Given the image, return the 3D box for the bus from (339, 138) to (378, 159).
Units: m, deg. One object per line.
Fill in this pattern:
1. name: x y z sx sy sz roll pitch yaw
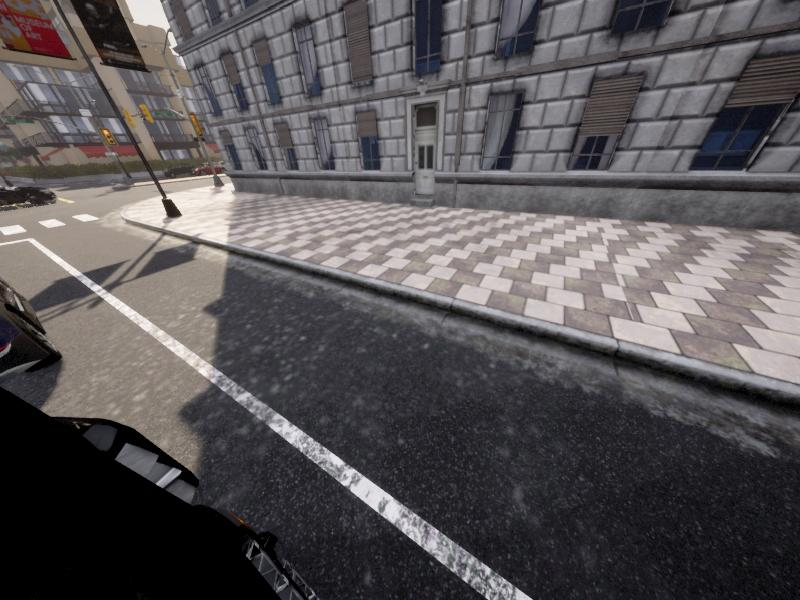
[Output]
1. bus: -10.734 -38.680 59.174 10.273 4.253 3.944 27 44 37

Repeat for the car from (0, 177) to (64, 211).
1. car: -24.683 -6.181 13.796 2.128 1.511 4.902 16 38 26

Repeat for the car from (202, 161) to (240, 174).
1. car: -27.189 -20.248 35.206 1.970 1.475 3.806 16 38 26

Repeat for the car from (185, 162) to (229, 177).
1. car: -25.913 -17.650 31.194 1.970 1.475 3.806 16 38 26

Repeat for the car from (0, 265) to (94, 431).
1. car: -6.308 0.211 2.645 4.856 1.649 2.033 16 38 26

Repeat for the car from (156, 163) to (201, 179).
1. car: -29.909 -17.582 31.332 1.789 1.549 3.705 16 38 26
